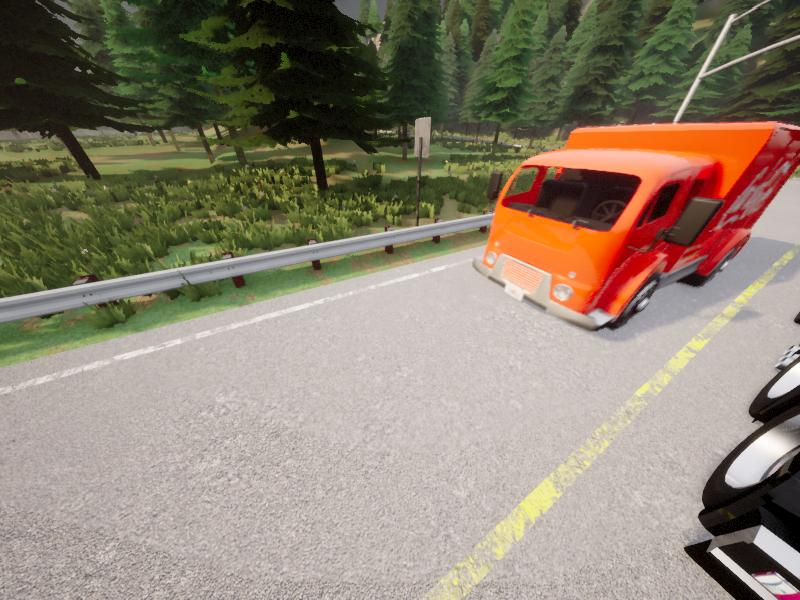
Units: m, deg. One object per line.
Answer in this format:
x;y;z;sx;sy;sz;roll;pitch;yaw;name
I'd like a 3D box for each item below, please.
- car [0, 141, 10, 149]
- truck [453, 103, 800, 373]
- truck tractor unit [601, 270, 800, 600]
-95.245;-35.713;53.324;5.008;1.535;1.882;-18;39;-25;car
3.989;-1.517;4.044;5.204;2.467;2.627;-17;39;-24;truck
5.120;-0.292;0.767;6.516;4.208;3.053;-18;39;-24;truck tractor unit
